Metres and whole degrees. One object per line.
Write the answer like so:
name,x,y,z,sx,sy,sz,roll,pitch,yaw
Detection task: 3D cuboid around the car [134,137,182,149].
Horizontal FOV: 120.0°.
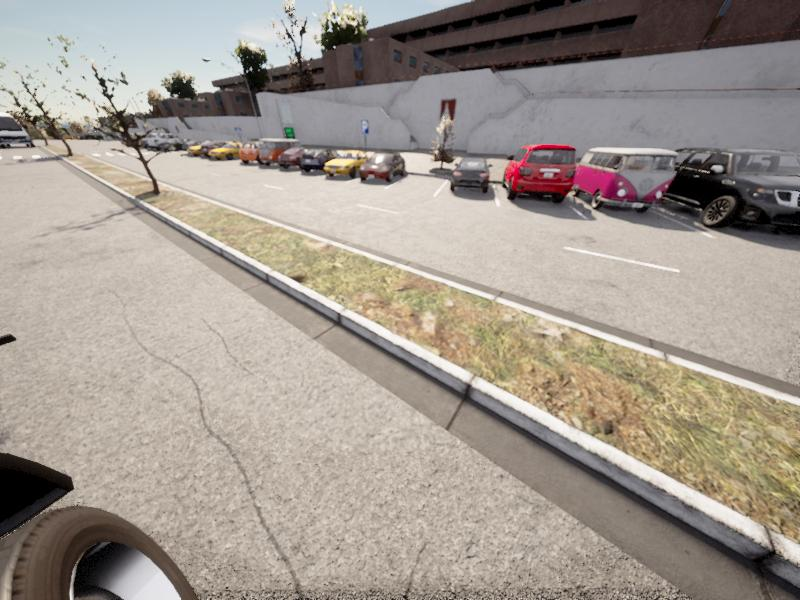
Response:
car,-39.402,-25.761,37.860,2.231,1.521,4.892,10,36,13

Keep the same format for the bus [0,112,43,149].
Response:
bus,-60.152,-26.012,35.446,10.273,4.253,3.944,24,41,29

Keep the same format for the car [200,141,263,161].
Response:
car,-17.846,-16.144,24.943,1.946,1.575,5.366,11,36,12

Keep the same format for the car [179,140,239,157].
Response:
car,-22.647,-18.274,27.772,1.946,1.575,5.366,11,36,12

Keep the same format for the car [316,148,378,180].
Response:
car,-3.430,-9.806,16.410,1.946,1.575,5.366,11,36,13

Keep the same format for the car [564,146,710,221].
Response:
car,8.604,-4.844,9.158,1.878,1.987,4.442,10,36,13

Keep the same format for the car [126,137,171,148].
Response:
car,-44.195,-27.854,40.755,2.163,1.488,4.792,10,36,13

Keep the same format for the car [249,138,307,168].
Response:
car,-10.610,-13.176,20.613,1.878,1.987,4.442,11,36,12

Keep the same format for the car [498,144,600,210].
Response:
car,6.234,-5.976,10.702,2.435,2.045,5.566,10,36,13

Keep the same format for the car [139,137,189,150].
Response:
car,-36.992,-24.716,36.441,2.097,1.535,5.008,11,36,13

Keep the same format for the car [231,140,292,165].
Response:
car,-13.002,-14.204,22.163,2.185,1.767,4.553,10,36,13

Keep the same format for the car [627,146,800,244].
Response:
car,11.031,-3.884,7.774,2.435,2.045,5.566,10,36,13

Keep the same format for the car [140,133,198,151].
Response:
car,-34.589,-23.885,34.896,2.435,2.045,5.566,10,36,13

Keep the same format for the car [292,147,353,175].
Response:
car,-5.783,-10.943,18.032,2.163,1.488,4.792,10,36,13

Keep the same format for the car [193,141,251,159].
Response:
car,-20.192,-17.301,26.547,2.163,1.488,4.792,10,36,13

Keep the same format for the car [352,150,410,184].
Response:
car,-0.988,-8.820,15.122,2.163,1.488,4.792,11,36,13

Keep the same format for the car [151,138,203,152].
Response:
car,-32.188,-22.609,33.599,2.231,1.521,4.892,11,36,12

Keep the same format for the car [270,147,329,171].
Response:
car,-8.194,-11.970,19.435,2.002,1.452,4.674,10,36,13

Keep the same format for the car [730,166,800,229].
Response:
car,13.428,-2.661,6.496,2.231,1.521,4.892,10,35,13

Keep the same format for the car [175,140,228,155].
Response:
car,-25.002,-19.400,29.358,2.002,1.452,4.674,10,36,13

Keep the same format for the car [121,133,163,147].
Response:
car,-46.625,-29.031,41.919,1.878,1.987,4.442,11,36,13

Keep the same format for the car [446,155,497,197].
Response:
car,3.821,-6.752,12.279,2.002,1.452,4.674,10,36,13

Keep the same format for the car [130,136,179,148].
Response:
car,-41.748,-26.918,39.434,1.946,1.575,5.366,10,36,13
